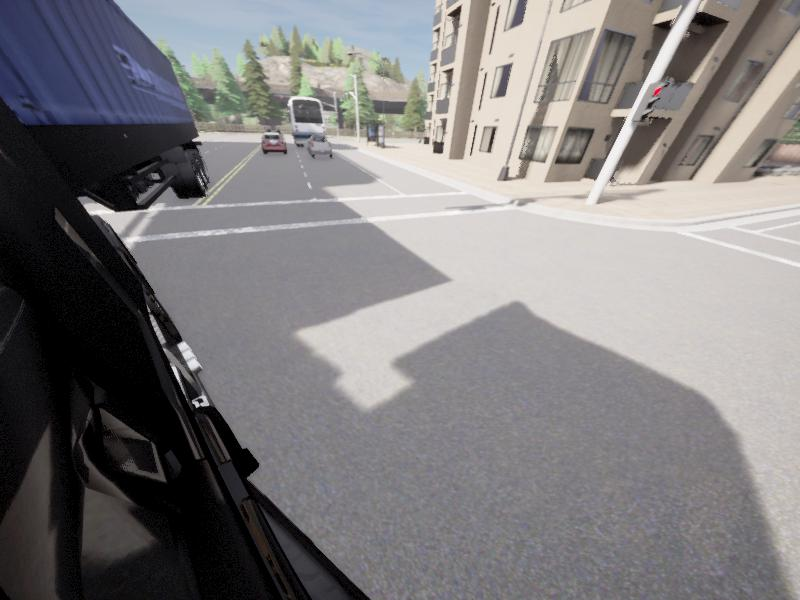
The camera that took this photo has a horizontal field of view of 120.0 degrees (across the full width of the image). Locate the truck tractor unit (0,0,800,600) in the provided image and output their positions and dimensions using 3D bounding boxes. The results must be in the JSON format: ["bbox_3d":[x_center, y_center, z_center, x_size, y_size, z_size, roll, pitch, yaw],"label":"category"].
[{"bbox_3d":[-2.645,-0.295,0.351,6.516,4.208,3.053,28,44,30],"label":"truck tractor unit"}]

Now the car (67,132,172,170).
[{"bbox_3d":[-14.854,-8.231,12.651,1.994,1.385,4.181,-12,39,-18],"label":"car"}]

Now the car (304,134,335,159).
[{"bbox_3d":[-6.798,-12.952,19.398,1.845,1.501,3.633,-12,39,-18],"label":"car"}]

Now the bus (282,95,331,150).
[{"bbox_3d":[-11.166,-20.664,27.221,3.944,4.253,10.273,-12,39,-18],"label":"bus"}]

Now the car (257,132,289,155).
[{"bbox_3d":[-11.049,-13.782,20.287,1.970,1.475,3.806,-12,39,-18],"label":"car"}]

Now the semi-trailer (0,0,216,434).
[{"bbox_3d":[-7.128,-4.337,5.339,2.717,4.402,14.254,-18,41,-25],"label":"semi-trailer"}]

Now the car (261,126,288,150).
[{"bbox_3d":[-13.240,-17.350,24.615,1.932,1.855,4.605,-12,39,-18],"label":"car"}]
